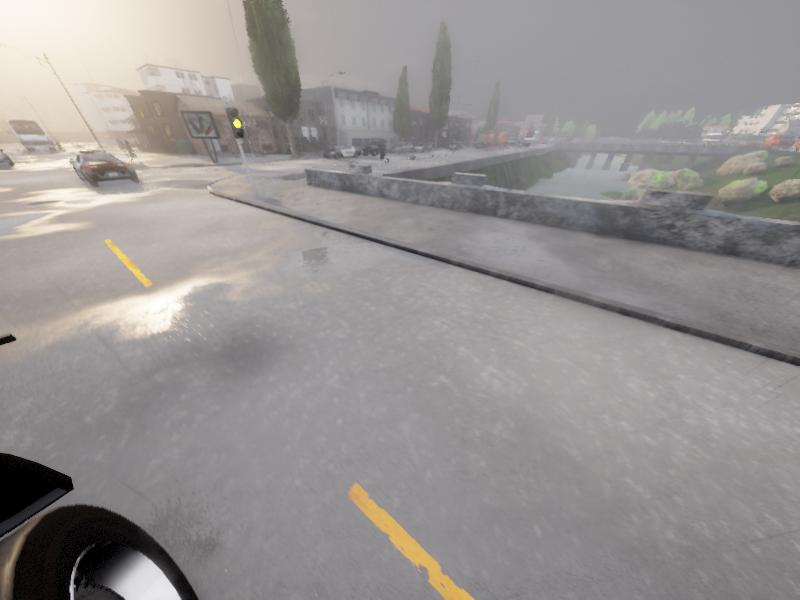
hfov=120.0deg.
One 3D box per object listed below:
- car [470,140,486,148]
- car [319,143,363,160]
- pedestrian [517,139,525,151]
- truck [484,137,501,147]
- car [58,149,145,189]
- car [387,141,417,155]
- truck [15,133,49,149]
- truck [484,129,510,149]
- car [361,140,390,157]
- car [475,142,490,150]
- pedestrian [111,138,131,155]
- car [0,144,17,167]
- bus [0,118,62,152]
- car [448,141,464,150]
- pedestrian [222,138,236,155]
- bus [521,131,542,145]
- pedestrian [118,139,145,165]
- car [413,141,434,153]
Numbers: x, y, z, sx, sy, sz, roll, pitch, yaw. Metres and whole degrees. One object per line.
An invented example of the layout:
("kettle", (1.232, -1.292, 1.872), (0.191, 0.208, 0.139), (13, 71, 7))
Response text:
("car", (20.032, -39.960, 59.259), (1.930, 1.638, 5.238), (23, 41, 28))
("car", (-7.162, -18.290, 28.425), (2.038, 1.542, 4.974), (23, 41, 29))
("pedestrian", (24.364, -31.132, 46.380), (0.751, 1.860, 0.751), (26, 43, 32))
("truck", (26.551, -45.473, 66.403), (2.627, 2.467, 5.204), (23, 41, 28))
("car", (-17.228, -7.690, 13.324), (4.974, 1.542, 2.038), (23, 41, 28))
("car", (0.422, -24.380, 37.037), (2.152, 1.651, 5.027), (23, 41, 29))
("truck", (-74.324, -32.136, 46.644), (5.204, 2.467, 2.627), (23, 41, 28))
("truck", (24.223, -40.234, 57.784), (2.891, 3.827, 8.468), (23, 41, 28))
("car", (-3.376, -21.468, 32.646), (1.905, 1.878, 3.866), (23, 41, 29))
("car", (18.643, -34.854, 52.157), (1.816, 1.474, 4.193), (23, 41, 28))
("pedestrian", (-35.833, -19.710, 29.681), (0.751, 1.860, 0.751), (20, 40, 26))
("car", (-35.812, -12.669, 20.150), (3.988, 1.617, 1.851), (22, 41, 28))
("bus", (-63.421, -28.187, 39.595), (10.273, 4.253, 3.944), (23, 41, 28))
("car", (12.278, -33.794, 50.487), (1.851, 1.617, 3.988), (23, 41, 28))
("pedestrian", (-22.738, -20.425, 30.813), (0.751, 1.860, 0.751), (-7, 36, -11))
("bus", (48.875, -60.101, 85.766), (3.944, 4.253, 10.273), (23, 41, 28))
("pedestrian", (-23.174, -12.774, 19.950), (0.751, 1.860, 0.751), (-29, 45, -35))
("car", (4.157, -27.349, 41.288), (1.851, 1.617, 3.988), (23, 41, 28))
